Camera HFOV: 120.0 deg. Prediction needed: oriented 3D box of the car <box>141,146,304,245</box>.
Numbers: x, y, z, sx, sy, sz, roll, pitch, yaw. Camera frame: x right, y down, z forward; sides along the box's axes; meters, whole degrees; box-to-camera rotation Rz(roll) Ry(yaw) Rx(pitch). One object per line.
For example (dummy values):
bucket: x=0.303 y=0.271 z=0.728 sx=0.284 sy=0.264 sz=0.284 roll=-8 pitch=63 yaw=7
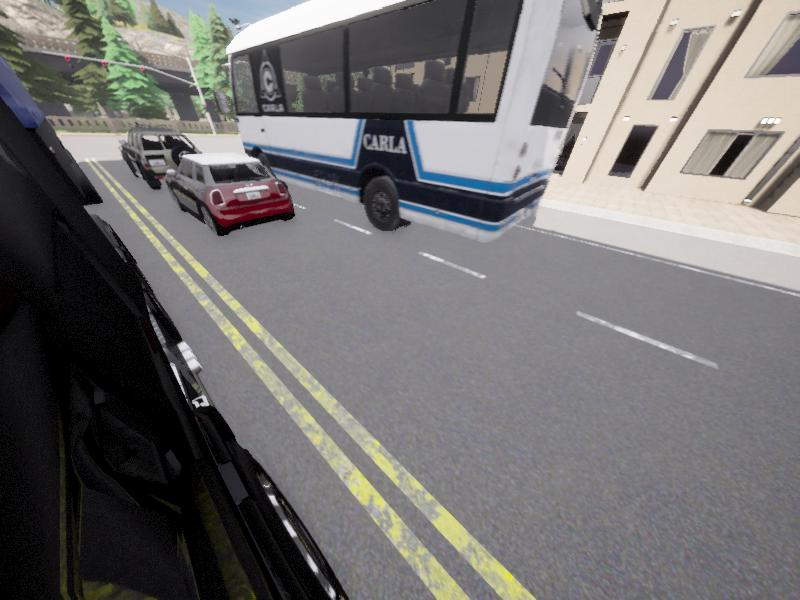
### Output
car: x=-4.637 y=-2.993 z=6.093 sx=3.806 sy=1.475 sz=1.970 roll=28 pitch=44 yaw=30

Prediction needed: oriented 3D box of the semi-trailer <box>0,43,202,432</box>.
semi-trailer: x=-8.693 y=-3.620 z=4.217 sx=14.254 sy=4.402 sz=2.717 roll=28 pitch=44 yaw=30

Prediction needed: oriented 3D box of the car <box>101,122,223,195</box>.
car: x=-9.228 y=-5.630 z=8.962 sx=4.605 sy=1.855 sz=1.932 roll=28 pitch=44 yaw=30

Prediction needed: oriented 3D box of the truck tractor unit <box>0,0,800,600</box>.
truck tractor unit: x=-2.645 y=-0.295 z=0.352 sx=6.516 sy=4.208 sz=3.053 roll=28 pitch=44 yaw=30

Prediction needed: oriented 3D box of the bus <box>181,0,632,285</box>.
bus: x=-1.180 y=-4.930 z=6.582 sx=10.273 sy=4.253 sz=3.944 roll=28 pitch=44 yaw=30
